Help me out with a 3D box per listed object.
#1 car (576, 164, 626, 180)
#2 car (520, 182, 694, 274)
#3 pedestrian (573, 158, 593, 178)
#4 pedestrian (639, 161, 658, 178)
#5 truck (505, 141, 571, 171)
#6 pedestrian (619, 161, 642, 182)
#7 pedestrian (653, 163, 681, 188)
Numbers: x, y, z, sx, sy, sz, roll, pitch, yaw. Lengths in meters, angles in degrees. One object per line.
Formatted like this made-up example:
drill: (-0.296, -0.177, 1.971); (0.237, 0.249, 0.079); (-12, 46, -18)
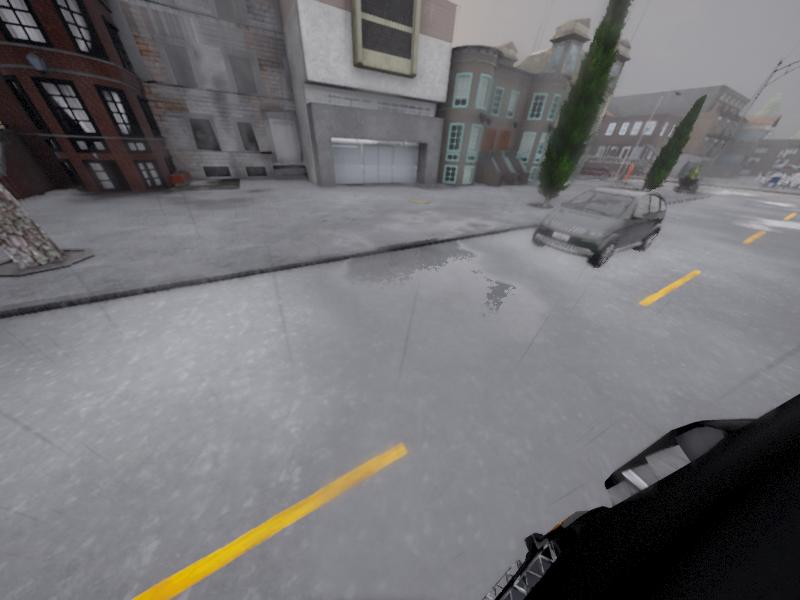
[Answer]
car: (25.027, -16.104, 28.928); (1.994, 1.385, 4.181); (-15, 38, -25)
car: (5.418, -2.108, 6.145); (3.705, 1.549, 1.789); (-16, 38, -26)
pedestrian: (20.175, -14.503, 25.481); (0.751, 1.860, 0.751); (-7, 35, -15)
pedestrian: (33.074, -17.352, 30.750); (0.751, 1.860, 0.751); (5, 34, 3)
truck: (22.597, -24.151, 38.652); (2.891, 3.827, 8.468); (-16, 38, -26)
pedestrian: (24.079, -13.436, 24.155); (0.751, 1.860, 0.751); (8, 34, 8)
pedestrian: (24.069, -11.231, 20.829); (0.751, 1.860, 0.751); (-17, 38, -27)
